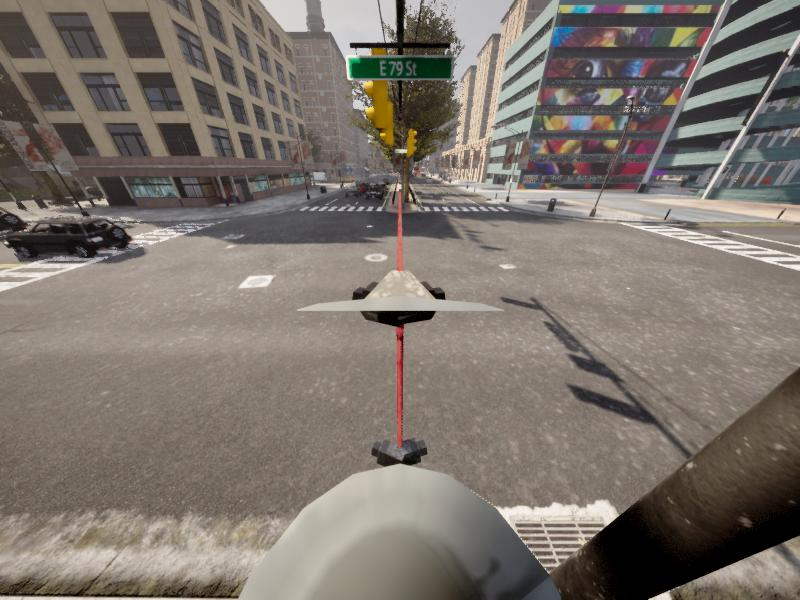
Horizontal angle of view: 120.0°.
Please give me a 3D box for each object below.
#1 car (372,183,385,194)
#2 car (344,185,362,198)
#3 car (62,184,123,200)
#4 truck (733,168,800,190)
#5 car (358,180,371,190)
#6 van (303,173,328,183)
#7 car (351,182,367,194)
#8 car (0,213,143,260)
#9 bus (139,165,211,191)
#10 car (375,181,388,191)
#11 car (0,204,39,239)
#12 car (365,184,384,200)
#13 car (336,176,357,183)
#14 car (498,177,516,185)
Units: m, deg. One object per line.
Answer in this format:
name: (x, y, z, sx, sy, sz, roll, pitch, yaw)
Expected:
car: (-3.683, -19.398, 40.235, 1.994, 1.385, 4.181, 0, 30, 0)
car: (-7.151, -16.750, 35.573, 1.812, 1.442, 4.674, 0, 30, 0)
car: (-45.142, -16.058, 34.177, 1.930, 1.638, 5.238, 0, 30, 0)
truck: (78.612, -25.857, 48.958, 2.891, 3.827, 8.468, 0, 30, 0)
car: (-7.190, -23.368, 46.985, 1.837, 1.490, 4.892, 0, 30, 0)
van: (-23.913, -34.661, 65.502, 5.915, 2.561, 1.988, -1, 30, -2)
car: (-7.178, -20.111, 41.312, 2.007, 1.525, 4.514, 0, 30, 0)
car: (-16.867, -3.270, 11.791, 4.605, 1.855, 1.932, 0, 30, 0)
bus: (-45.255, -25.181, 47.367, 3.944, 4.253, 10.273, 0, 30, 0)
car: (-3.663, -22.793, 45.972, 2.128, 1.511, 4.902, 0, 30, 0)
car: (-27.616, -5.056, 14.885, 4.605, 1.855, 1.932, 0, 30, 0)
car: (-3.698, -15.908, 33.887, 2.242, 1.667, 4.611, 0, 30, 0)
car: (-15.387, -34.637, 66.419, 5.366, 1.575, 1.801, -12, 32, -20)
car: (27.196, -30.383, 58.961, 2.161, 1.482, 4.786, 0, 30, 0)
